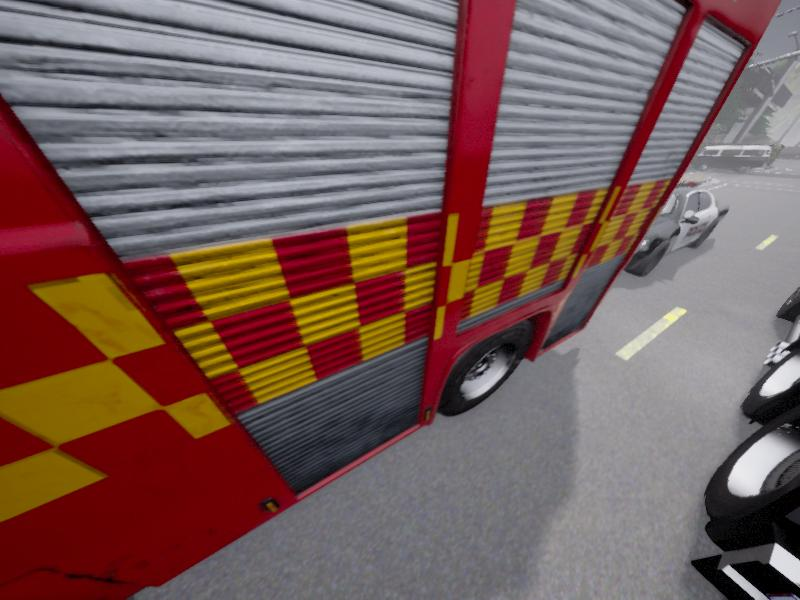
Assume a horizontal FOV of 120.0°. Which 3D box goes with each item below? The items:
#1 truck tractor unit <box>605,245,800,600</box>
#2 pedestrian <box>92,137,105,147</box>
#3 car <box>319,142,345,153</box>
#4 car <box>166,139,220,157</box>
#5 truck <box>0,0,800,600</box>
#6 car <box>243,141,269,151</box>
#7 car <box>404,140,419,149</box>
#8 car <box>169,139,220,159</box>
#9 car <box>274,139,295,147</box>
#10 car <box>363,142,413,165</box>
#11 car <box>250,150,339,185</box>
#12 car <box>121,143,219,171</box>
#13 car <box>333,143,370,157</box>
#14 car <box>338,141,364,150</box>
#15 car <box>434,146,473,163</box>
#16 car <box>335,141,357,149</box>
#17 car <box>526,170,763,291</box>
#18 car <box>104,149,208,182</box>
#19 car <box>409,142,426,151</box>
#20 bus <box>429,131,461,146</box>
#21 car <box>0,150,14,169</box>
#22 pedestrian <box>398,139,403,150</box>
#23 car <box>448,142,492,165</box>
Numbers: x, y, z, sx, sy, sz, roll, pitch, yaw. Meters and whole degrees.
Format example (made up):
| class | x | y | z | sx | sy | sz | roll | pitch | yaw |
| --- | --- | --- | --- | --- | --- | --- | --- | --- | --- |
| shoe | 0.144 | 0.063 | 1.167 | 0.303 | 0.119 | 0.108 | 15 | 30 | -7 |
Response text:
| class | x | y | z | sx | sy | sz | roll | pitch | yaw |
| --- | --- | --- | --- | --- | --- | --- | --- | --- | --- |
| truck tractor unit | 5.079 | -0.332 | 0.817 | 6.516 | 4.208 | 3.053 | -20 | 40 | -25 |
| pedestrian | -66.950 | -35.149 | 51.268 | 0.751 | 1.860 | 0.751 | -10 | 37 | -15 |
| car | -11.611 | -26.115 | 39.526 | 3.633 | 1.501 | 1.845 | -18 | 39 | -24 |
| car | -25.947 | -19.287 | 29.277 | 4.605 | 1.855 | 1.932 | -18 | 39 | -24 |
| truck | -1.972 | -0.459 | 1.256 | 8.468 | 3.827 | 2.891 | -18 | 39 | -24 |
| car | -27.096 | -29.034 | 43.572 | 3.806 | 1.475 | 1.970 | -18 | 39 | -24 |
| car | 2.939 | -39.418 | 58.536 | 1.905 | 1.878 | 3.866 | -18 | 39 | -24 |
| car | -24.151 | -17.954 | 27.376 | 3.866 | 1.878 | 1.905 | -18 | 39 | -24 |
| car | -30.623 | -41.615 | 61.225 | 4.605 | 1.855 | 1.932 | -18 | 39 | -25 |
| car | -1.163 | -14.767 | 23.197 | 4.605 | 1.855 | 1.932 | -18 | 39 | -24 |
| car | -6.433 | -8.303 | 14.315 | 4.514 | 1.523 | 2.007 | -18 | 39 | -24 |
| car | -17.825 | -11.441 | 18.362 | 5.027 | 1.636 | 2.152 | -18 | 39 | -24 |
| car | -6.706 | -21.083 | 32.422 | 4.514 | 1.523 | 2.007 | -18 | 39 | -24 |
| car | -10.800 | -34.226 | 51.049 | 5.027 | 1.636 | 2.152 | -18 | 39 | -24 |
| car | 6.186 | -16.943 | 26.834 | 3.806 | 1.475 | 1.970 | -18 | 39 | -24 |
| car | -12.397 | -35.785 | 53.254 | 4.514 | 1.523 | 2.007 | -18 | 39 | -24 |
| car | 5.786 | -2.000 | 5.534 | 4.974 | 1.542 | 2.038 | -18 | 39 | -24 |
| car | -14.371 | -8.231 | 13.996 | 3.806 | 1.475 | 1.970 | -18 | 39 | -24 |
| car | 3.845 | -34.186 | 51.496 | 1.970 | 1.475 | 3.806 | -18 | 39 | -24 |
| bus | 15.596 | -55.558 | 79.522 | 10.273 | 4.253 | 3.944 | -18 | 39 | -25 |
| car | -33.930 | -11.238 | 18.095 | 1.905 | 1.878 | 3.866 | -18 | 39 | -24 |
| pedestrian | 0.033 | -33.285 | 49.530 | 0.751 | 1.860 | 0.751 | -17 | 39 | -23 |
| car | 7.301 | -15.328 | 24.067 | 3.866 | 1.878 | 1.905 | -18 | 39 | -24 |
